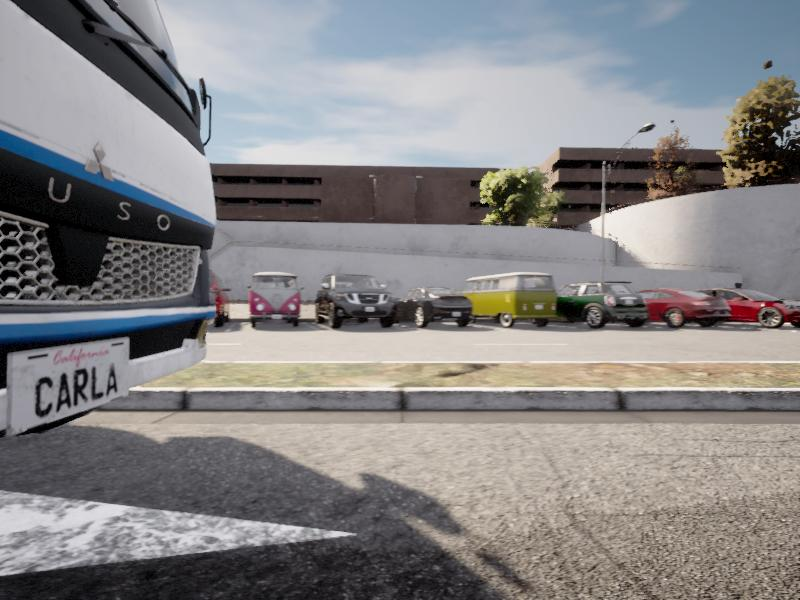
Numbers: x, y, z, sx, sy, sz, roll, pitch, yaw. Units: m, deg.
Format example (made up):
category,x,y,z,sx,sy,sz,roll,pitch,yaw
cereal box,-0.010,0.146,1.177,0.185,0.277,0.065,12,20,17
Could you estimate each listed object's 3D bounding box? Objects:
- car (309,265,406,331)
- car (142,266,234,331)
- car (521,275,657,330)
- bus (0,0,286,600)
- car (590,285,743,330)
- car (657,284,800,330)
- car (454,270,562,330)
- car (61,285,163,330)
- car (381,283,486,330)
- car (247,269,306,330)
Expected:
category,x,y,z,sx,sy,sz,roll,pitch,yaw
car,-1.913,-0.014,15.538,2.435,2.045,5.566,1,-1,-20
car,-7.909,-0.015,15.594,2.435,2.045,5.566,0,-1,-20
car,7.030,0.112,15.525,2.185,1.767,4.553,0,-1,-20
bus,-6.222,-1.136,1.822,10.273,4.253,3.944,0,0,0
car,10.002,0.278,15.546,2.002,1.452,4.674,0,-1,-20
car,13.021,0.267,15.523,2.163,1.488,4.792,1,-1,-20
car,3.995,0.013,15.667,1.878,1.987,4.442,0,-1,-20
car,-10.881,0.270,15.563,2.002,1.452,4.674,0,-1,-20
car,1.056,0.239,15.551,2.231,1.521,4.892,0,-1,-20
car,-4.866,0.010,15.457,1.878,1.987,4.442,1,-1,-20
